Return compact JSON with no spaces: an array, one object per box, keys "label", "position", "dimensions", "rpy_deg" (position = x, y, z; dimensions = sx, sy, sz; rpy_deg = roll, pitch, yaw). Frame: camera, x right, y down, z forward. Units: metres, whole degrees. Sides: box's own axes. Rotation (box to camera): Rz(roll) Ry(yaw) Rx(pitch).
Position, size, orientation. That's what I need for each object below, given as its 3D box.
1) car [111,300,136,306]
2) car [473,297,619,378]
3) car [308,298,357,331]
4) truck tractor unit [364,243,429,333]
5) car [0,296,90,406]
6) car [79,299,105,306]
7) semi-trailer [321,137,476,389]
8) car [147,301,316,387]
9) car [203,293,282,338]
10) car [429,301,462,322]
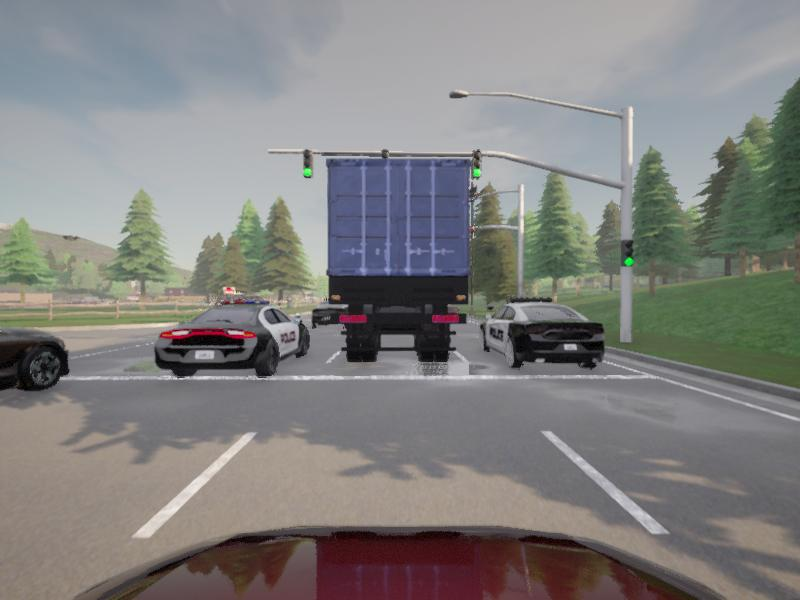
[{"label":"car","position":[-62.045,0.632,89.949],"dimensions":[2.033,1.411,5.357],"rpy_deg":[0,0,-1]},{"label":"car","position":[3.431,0.740,10.701],"dimensions":[1.930,1.638,5.238],"rpy_deg":[0,0,-1]},{"label":"car","position":[-3.705,0.706,22.871],"dimensions":[1.930,1.638,5.238],"rpy_deg":[0,0,-1]},{"label":"truck tractor unit","position":[-0.199,-0.585,22.053],"dimensions":[3.053,4.208,6.516],"rpy_deg":[0,0,-1]},{"label":"car","position":[-7.011,0.761,5.335],"dimensions":[2.033,1.649,4.856],"rpy_deg":[0,0,-1]},{"label":"car","position":[-69.042,0.598,89.820],"dimensions":[2.163,1.488,4.792],"rpy_deg":[0,0,-1]},{"label":"semi-trailer","position":[-0.105,-0.658,14.139],"dimensions":[2.717,4.402,14.254],"rpy_deg":[0,0,-1]},{"label":"car","position":[-3.560,0.796,9.682],"dimensions":[2.038,1.542,4.974],"rpy_deg":[0,0,-1]},{"label":"car","position":[-7.140,0.602,18.699],"dimensions":[1.932,1.855,4.605],"rpy_deg":[0,1,-1]},{"label":"car","position":[3.225,0.787,29.227],"dimensions":[1.812,1.442,4.674],"rpy_deg":[0,0,-1]}]
